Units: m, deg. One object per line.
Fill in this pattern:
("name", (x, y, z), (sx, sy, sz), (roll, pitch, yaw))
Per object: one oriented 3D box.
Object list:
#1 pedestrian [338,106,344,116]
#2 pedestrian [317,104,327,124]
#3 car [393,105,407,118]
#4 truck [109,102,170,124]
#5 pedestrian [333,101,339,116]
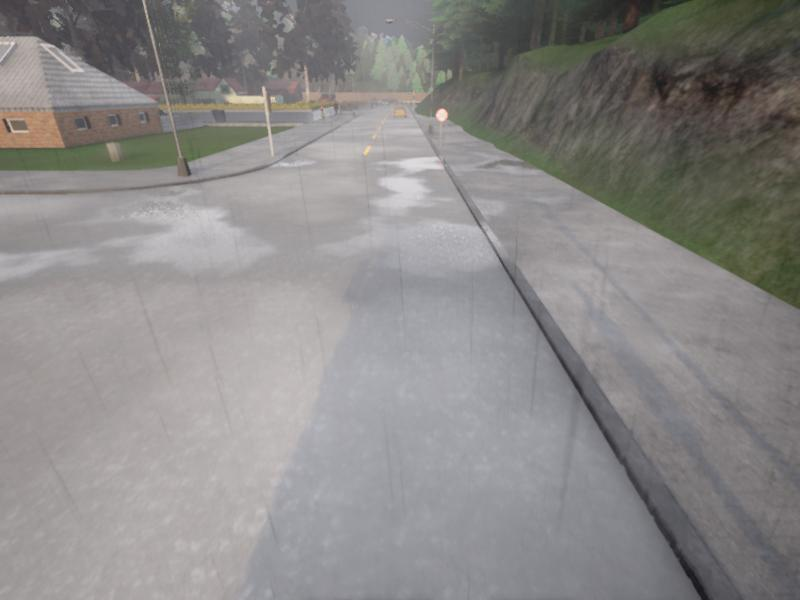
("pedestrian", (-8.695, -27.727, 58.558), (0.751, 1.300, 0.751), (-5, 28, -10))
("pedestrian", (-8.364, -20.077, 43.148), (0.751, 1.860, 0.751), (1, 27, 2))
("car", (0.009, -26.639, 56.451), (1.801, 1.575, 5.366), (0, 27, 0))
("truck", (-26.971, -19.437, 41.554), (4.478, 2.038, 2.069), (0, 27, 0))
("pedestrian", (-9.349, -27.999, 58.473), (0.751, 1.860, 0.751), (-1, 27, -3))
